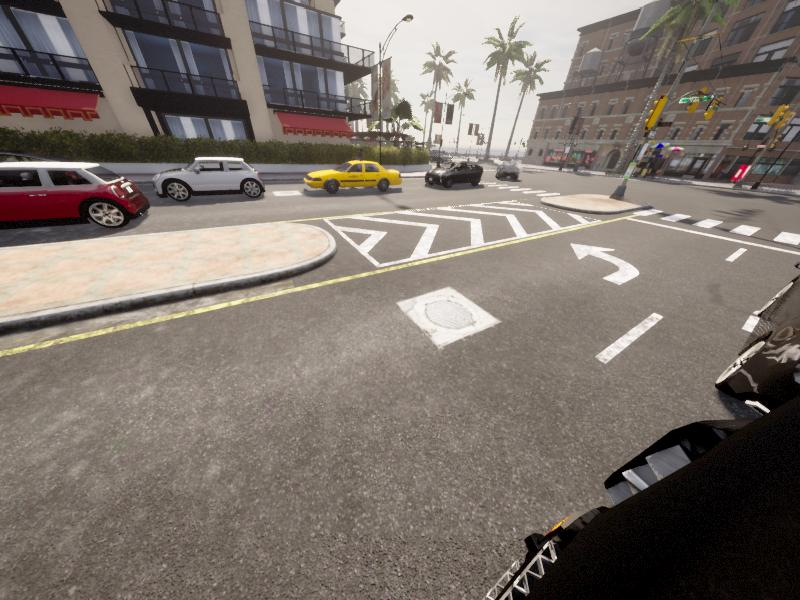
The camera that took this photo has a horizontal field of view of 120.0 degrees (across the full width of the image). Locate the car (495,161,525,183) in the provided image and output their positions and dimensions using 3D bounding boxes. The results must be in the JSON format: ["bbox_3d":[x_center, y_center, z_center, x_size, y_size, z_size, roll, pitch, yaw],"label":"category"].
[{"bbox_3d":[10.448,-12.504,22.323,2.033,1.411,5.357,13,35,14],"label":"car"}]

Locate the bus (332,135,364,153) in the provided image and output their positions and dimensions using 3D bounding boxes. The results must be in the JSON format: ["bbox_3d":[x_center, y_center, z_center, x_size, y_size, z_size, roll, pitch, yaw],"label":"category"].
[{"bbox_3d":[-16.620,-49.542,73.418,10.273,4.253,3.944,27,40,31],"label":"bus"}]

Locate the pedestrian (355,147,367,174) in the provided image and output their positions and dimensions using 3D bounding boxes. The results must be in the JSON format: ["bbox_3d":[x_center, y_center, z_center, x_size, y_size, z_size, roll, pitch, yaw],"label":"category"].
[{"bbox_3d":[-3.187,-11.426,18.906,0.751,1.860,0.751,-10,36,-18],"label":"pedestrian"}]

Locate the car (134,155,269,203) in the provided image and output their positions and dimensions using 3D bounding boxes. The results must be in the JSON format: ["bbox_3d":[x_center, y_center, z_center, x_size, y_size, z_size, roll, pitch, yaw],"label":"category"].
[{"bbox_3d":[-8.047,-5.240,9.882,3.806,1.475,1.970,-16,38,-26],"label":"car"}]

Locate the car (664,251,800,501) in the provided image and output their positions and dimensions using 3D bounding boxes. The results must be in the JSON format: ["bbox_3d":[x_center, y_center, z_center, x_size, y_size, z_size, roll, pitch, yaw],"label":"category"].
[{"bbox_3d":[5.407,0.457,2.309,4.902,1.511,2.128,-16,38,-26],"label":"car"}]

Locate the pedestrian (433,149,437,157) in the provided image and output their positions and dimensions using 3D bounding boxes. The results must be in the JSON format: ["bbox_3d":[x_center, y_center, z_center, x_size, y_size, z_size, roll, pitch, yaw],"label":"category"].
[{"bbox_3d":[9.730,-40.843,64.202,0.751,1.860,0.751,-20,40,-31],"label":"pedestrian"}]

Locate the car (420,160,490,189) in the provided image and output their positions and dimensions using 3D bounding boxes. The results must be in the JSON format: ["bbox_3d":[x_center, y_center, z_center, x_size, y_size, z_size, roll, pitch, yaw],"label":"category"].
[{"bbox_3d":[3.878,-8.902,16.271,4.514,1.525,2.007,-20,40,-30],"label":"car"}]

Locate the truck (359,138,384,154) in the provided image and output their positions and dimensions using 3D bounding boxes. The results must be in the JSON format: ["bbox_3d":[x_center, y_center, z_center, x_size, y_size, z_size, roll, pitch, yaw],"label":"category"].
[{"bbox_3d":[-8.970,-47.760,71.712,8.468,3.827,2.891,30,42,34],"label":"truck"}]

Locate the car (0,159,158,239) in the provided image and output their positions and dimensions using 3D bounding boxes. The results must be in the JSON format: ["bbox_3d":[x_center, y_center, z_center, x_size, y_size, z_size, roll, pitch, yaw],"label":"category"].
[{"bbox_3d":[-9.274,-2.632,5.860,3.806,1.475,1.970,-16,38,-26],"label":"car"}]

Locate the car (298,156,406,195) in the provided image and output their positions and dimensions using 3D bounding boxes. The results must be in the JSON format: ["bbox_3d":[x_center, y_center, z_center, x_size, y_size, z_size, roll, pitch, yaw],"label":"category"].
[{"bbox_3d":[-2.471,-6.913,12.738,5.366,1.575,1.801,-16,38,-26],"label":"car"}]

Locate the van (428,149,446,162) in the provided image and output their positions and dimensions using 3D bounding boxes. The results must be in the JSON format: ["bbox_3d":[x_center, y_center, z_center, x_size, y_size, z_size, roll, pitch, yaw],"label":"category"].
[{"bbox_3d":[7.685,-30.183,48.196,1.775,1.987,4.442,-9,35,-17],"label":"van"}]

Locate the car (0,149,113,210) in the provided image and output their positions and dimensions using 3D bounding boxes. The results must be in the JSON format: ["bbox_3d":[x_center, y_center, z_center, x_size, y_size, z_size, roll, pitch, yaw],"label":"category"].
[{"bbox_3d":[-12.717,-3.908,7.446,3.705,1.549,1.789,-16,38,-26],"label":"car"}]

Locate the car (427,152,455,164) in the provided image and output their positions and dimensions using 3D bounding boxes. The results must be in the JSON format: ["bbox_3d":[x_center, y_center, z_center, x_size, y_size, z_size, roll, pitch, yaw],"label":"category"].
[{"bbox_3d":[7.144,-25.271,41.188,2.128,1.511,4.902,-16,38,-26],"label":"car"}]
